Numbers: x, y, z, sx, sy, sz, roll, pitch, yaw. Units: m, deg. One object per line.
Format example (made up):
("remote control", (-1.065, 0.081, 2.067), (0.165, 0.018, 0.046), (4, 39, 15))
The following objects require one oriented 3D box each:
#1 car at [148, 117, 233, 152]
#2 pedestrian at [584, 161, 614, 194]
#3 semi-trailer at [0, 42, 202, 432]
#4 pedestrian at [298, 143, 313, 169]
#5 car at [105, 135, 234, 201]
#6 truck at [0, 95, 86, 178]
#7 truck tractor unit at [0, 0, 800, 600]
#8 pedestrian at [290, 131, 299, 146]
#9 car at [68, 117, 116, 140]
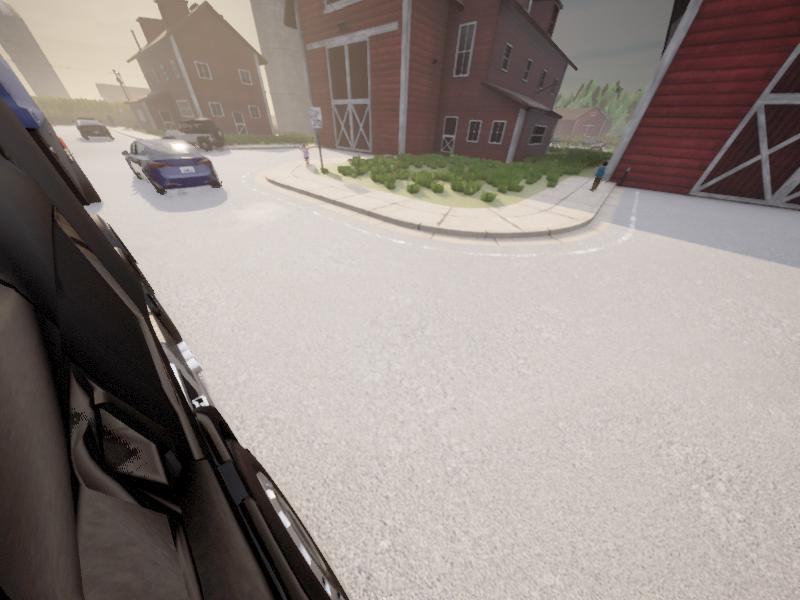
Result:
("car", (-15.343, -12.311, 17.170), (3.866, 1.878, 1.905), (-1, 43, -2))
("pedestrian", (8.205, -5.071, 9.545), (0.500, 1.100, 0.500), (29, 44, 31))
("semi-trailer", (-8.696, -3.619, 4.213), (14.254, 4.402, 2.717), (28, 44, 30))
("pedestrian", (-4.888, -7.481, 11.989), (0.500, 1.100, 0.500), (-11, 39, -18))
("car", (-8.773, -5.214, 8.769), (4.792, 1.488, 2.163), (28, 44, 30))
("truck", (-16.632, -7.098, 9.903), (5.204, 2.467, 2.627), (28, 44, 30))
("truck tractor unit", (-2.645, -0.295, 0.351), (6.516, 4.208, 3.053), (28, 44, 30))
("pedestrian", (-9.802, -14.955, 21.443), (0.500, 1.100, 0.500), (-17, 41, -24))
("car", (-30.228, -16.826, 22.651), (5.238, 1.638, 1.930), (28, 44, 30))
